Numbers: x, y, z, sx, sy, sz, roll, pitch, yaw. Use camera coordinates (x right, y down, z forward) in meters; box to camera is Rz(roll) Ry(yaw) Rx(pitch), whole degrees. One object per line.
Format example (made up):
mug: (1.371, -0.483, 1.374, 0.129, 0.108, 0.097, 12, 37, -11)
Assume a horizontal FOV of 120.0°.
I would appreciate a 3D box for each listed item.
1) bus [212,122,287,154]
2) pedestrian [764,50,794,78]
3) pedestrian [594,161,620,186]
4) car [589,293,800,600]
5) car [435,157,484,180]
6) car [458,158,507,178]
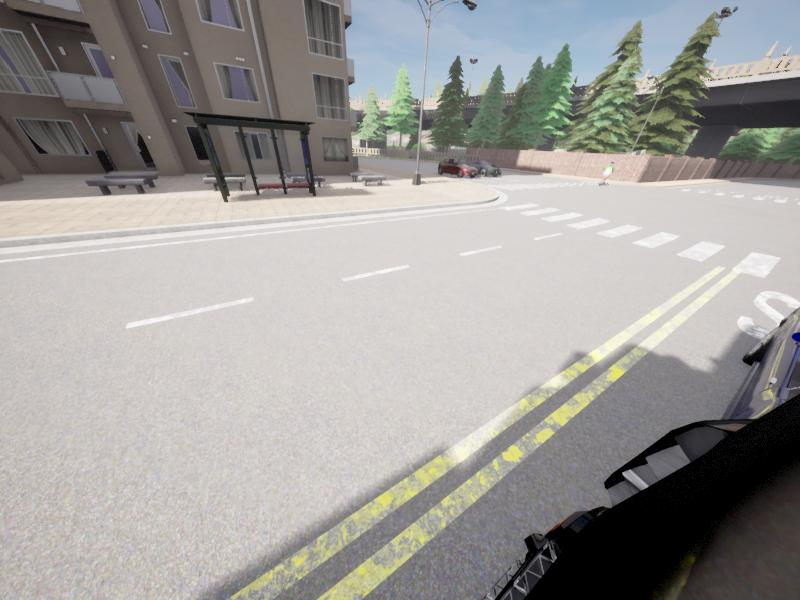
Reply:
bus: (-27.488, -30.049, 43.126, 10.273, 4.253, 3.944, -2, 33, -7)
pedestrian: (39.717, -24.682, 24.246, 0.751, 1.860, 0.751, -16, 38, -26)
pedestrian: (17.705, -10.802, 19.752, 0.751, 1.860, 0.751, -15, 37, -25)
car: (3.723, 1.078, 1.439, 4.718, 1.301, 1.895, -16, 38, -26)
car: (5.322, -12.251, 21.371, 1.816, 1.474, 4.193, -16, 38, -26)
car: (8.124, -13.271, 23.219, 1.994, 1.385, 4.181, -17, 38, -27)
